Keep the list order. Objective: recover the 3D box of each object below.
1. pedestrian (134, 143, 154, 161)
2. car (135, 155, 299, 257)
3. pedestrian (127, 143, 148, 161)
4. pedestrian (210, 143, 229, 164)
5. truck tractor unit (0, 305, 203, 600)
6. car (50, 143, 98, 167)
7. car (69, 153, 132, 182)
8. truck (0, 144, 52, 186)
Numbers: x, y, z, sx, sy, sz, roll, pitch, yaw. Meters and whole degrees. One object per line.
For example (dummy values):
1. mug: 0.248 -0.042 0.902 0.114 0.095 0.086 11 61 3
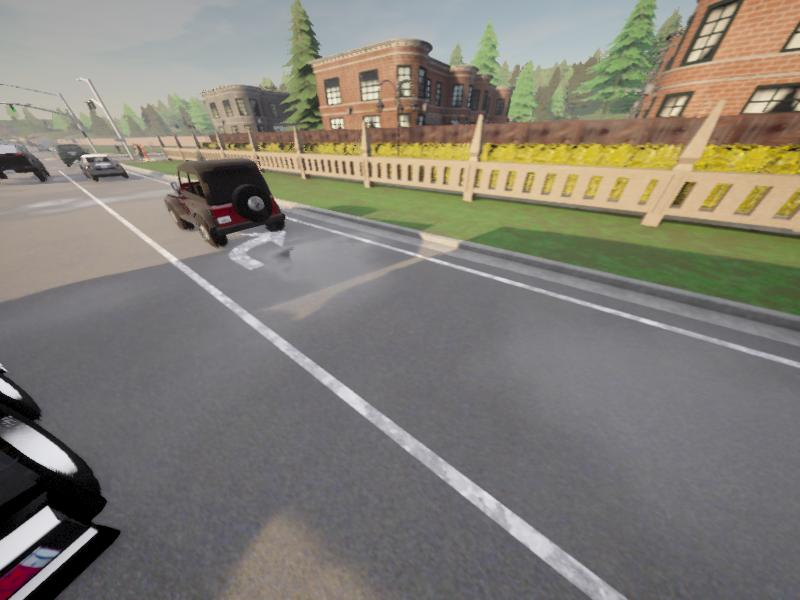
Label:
1. pedestrian: -31.880 -18.475 28.796 0.751 1.860 0.751 8 36 12
2. car: -5.063 -2.868 6.481 3.866 1.878 1.905 23 41 29
3. pedestrian: -32.028 -18.040 28.179 0.751 1.860 0.751 15 38 21
4. pedestrian: -18.898 -15.410 24.260 0.751 1.860 0.751 23 41 29
5. truck tractor unit: -5.182 -0.222 0.675 6.516 4.208 3.053 15 38 21
6. car: -36.821 -16.552 26.265 5.566 2.045 2.150 29 45 35
7. car: -21.726 -9.674 16.760 3.806 1.475 1.970 23 41 29
8. truck: -27.095 -9.522 16.070 6.274 2.098 2.390 25 43 32
